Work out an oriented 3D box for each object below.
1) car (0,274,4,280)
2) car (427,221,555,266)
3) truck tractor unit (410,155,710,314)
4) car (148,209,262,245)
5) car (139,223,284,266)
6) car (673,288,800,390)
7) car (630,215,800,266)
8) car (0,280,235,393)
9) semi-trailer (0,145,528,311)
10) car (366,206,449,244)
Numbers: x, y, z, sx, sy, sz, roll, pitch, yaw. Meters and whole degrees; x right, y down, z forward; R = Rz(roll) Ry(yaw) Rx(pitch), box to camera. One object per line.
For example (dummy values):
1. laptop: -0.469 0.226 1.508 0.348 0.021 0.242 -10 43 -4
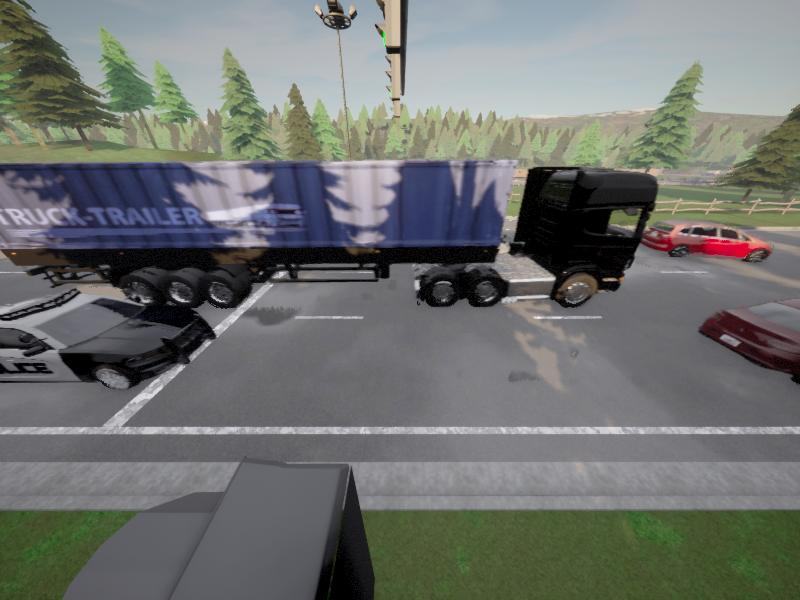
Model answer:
1. car: -18.415 -0.988 8.350 4.181 1.385 1.994 1 30 1
2. car: 4.083 -2.799 11.213 5.238 1.638 1.930 0 30 0
3. truck tractor unit: 3.668 -2.168 7.536 6.516 4.208 3.053 0 30 0
4. car: -11.725 -4.539 14.244 4.856 1.649 2.033 -1 30 0
5. car: -8.763 -2.750 11.236 4.974 1.542 2.038 0 30 0
6. car: 9.844 0.784 5.204 4.674 1.442 1.812 0 30 0
7. car: 15.591 -3.162 11.811 4.611 1.667 2.242 7 31 13
8. car: -7.189 0.703 5.146 5.238 1.638 1.930 0 30 0
9. semi-trailer: -4.245 -2.249 7.483 14.254 4.402 2.717 0 30 0
10. car: 0.425 -4.643 14.173 4.605 1.855 1.932 0 30 1
